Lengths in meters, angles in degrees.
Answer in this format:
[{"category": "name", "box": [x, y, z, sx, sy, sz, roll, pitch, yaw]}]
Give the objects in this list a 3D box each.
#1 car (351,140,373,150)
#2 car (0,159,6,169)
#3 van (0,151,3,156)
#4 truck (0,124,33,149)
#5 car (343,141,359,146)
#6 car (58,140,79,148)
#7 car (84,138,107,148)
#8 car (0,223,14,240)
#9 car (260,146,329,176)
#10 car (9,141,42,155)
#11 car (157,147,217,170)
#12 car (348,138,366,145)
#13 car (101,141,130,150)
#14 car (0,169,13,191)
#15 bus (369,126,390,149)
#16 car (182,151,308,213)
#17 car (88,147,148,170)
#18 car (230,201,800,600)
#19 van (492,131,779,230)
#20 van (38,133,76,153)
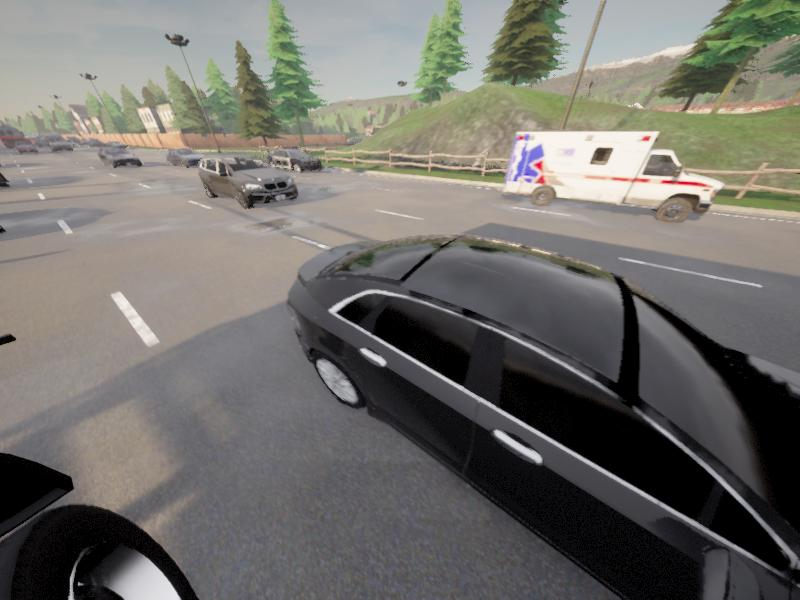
[{"category": "car", "box": [-8.040, -32.987, 49.079, 2.097, 1.767, 4.553, 21, 40, 27]}, {"category": "car", "box": [-34.744, -11.634, 18.830, 4.792, 1.488, 2.163, 22, 41, 28]}, {"category": "van", "box": [-54.410, -20.041, 29.766, 6.366, 2.431, 2.351, 22, 41, 28]}, {"category": "truck", "box": [-77.455, -32.475, 45.987, 8.468, 3.827, 2.891, 22, 41, 28]}, {"category": "car", "box": [-14.857, -47.552, 70.104, 4.718, 1.301, 1.895, 22, 41, 28]}, {"category": "car", "box": [-75.365, -35.551, 52.486, 3.806, 1.475, 1.970, 22, 41, 28]}, {"category": "car", "box": [-68.489, -35.371, 51.947, 4.553, 1.767, 2.097, 22, 41, 28]}, {"category": "car", "box": [-12.683, -2.360, 5.961, 4.181, 1.385, 1.994, 19, 39, 24]}, {"category": "car", "box": [-8.019, -10.651, 17.526, 5.238, 1.638, 1.930, 22, 41, 28]}, {"category": "car", "box": [-53.682, -21.840, 33.102, 3.633, 1.501, 1.845, 22, 41, 28]}, {"category": "car", "box": [-18.642, -12.419, 20.157, 5.357, 1.411, 2.033, 22, 41, 28]}, {"category": "car", "box": [-14.330, -52.570, 76.592, 5.566, 2.045, 2.150, 22, 41, 28]}, {"category": "car", "box": [-54.702, -29.725, 44.397, 5.357, 1.411, 2.033, 20, 40, 25]}, {"category": "car", "box": [-22.239, -6.593, 11.663, 5.027, 1.651, 2.152, 22, 41, 28]}, {"category": "bus", "box": [-4.929, -40.843, 58.122, 3.944, 4.253, 10.273, 2, 36, 2]}, {"category": "car", "box": [-6.427, -5.088, 9.625, 4.611, 1.667, 2.242, 22, 41, 28]}, {"category": "car", "box": [-24.307, -12.267, 19.892, 5.357, 1.411, 2.033, 22, 41, 28]}, {"category": "car", "box": [1.051, 0.494, 1.917, 4.892, 1.490, 1.837, 23, 41, 27]}, {"category": "van", "box": [7.277, -4.733, 8.581, 6.366, 2.431, 2.351, 22, 41, 28]}, {"category": "van", "box": [-55.132, -25.305, 37.130, 5.915, 2.561, 1.988, 22, 41, 28]}]
